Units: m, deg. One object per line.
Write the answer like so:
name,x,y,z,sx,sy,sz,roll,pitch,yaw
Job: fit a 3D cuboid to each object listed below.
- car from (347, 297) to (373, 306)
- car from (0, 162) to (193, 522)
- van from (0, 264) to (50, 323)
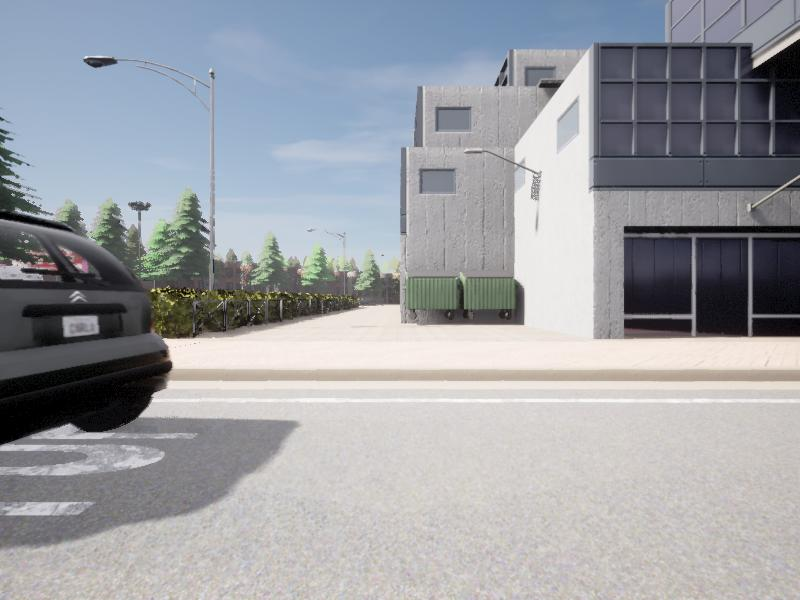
car,-7.053,0.265,71.491,2.007,1.525,4.514,0,0,39
car,-3.748,0.189,2.487,3.988,1.617,1.851,0,0,4
van,-18.135,-0.278,16.612,1.988,2.561,5.915,0,0,1
